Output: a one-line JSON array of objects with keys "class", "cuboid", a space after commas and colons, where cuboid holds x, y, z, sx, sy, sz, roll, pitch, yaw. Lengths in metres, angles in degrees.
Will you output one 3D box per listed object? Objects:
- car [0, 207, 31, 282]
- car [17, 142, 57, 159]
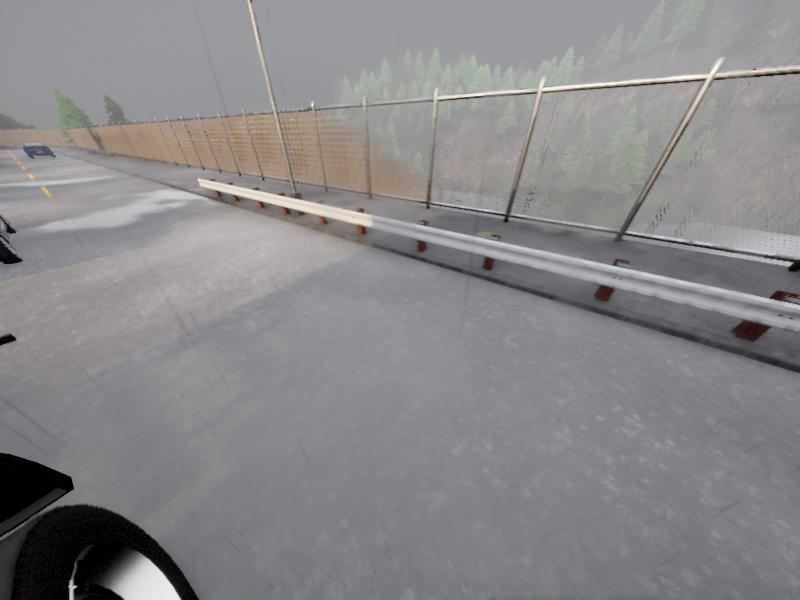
[{"class": "car", "cuboid": [-10.026, -1.609, 4.681, 5.238, 1.638, 1.930, 23, 41, 27]}, {"class": "car", "cuboid": [-44.398, -18.371, 28.249, 5.008, 1.535, 1.882, 22, 41, 28]}]
